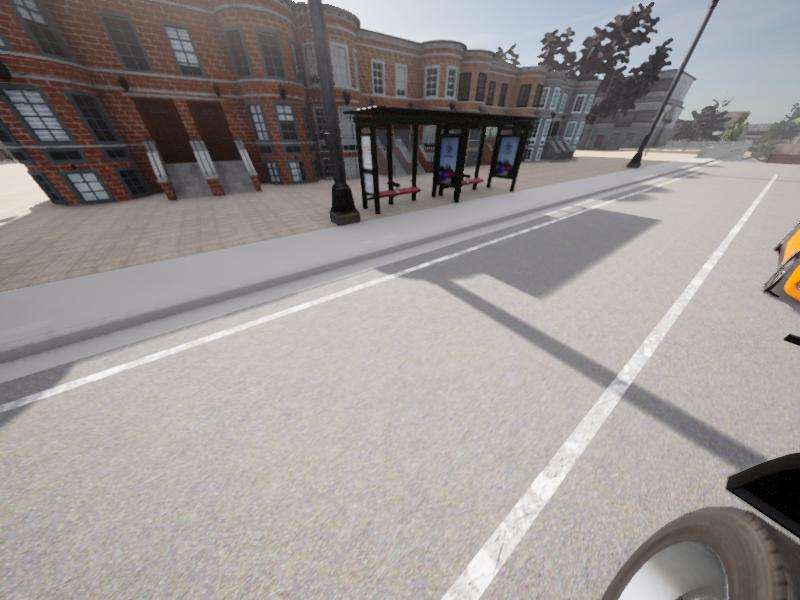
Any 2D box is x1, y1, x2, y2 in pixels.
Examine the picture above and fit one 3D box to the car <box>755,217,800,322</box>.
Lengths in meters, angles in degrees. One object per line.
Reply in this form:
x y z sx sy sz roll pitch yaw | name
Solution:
8.107 -0.863 3.525 4.553 1.767 2.097 -22 41 -28 | car
